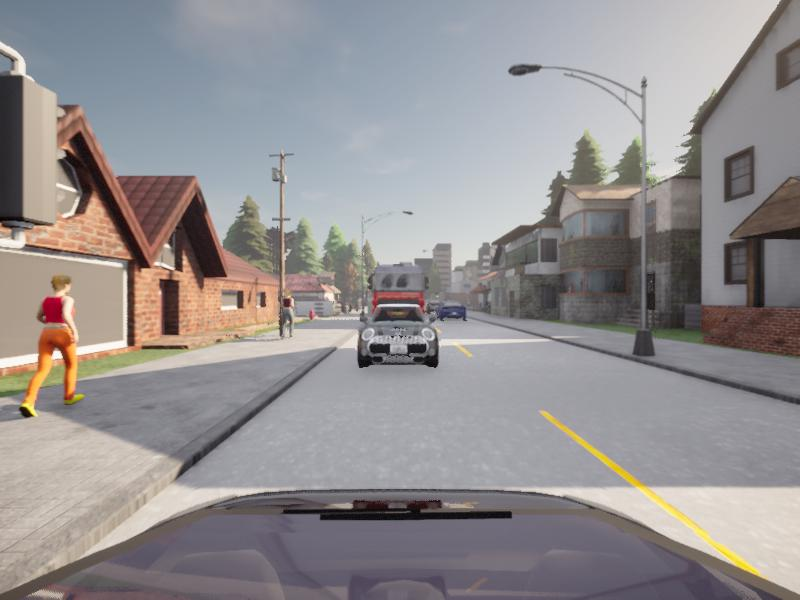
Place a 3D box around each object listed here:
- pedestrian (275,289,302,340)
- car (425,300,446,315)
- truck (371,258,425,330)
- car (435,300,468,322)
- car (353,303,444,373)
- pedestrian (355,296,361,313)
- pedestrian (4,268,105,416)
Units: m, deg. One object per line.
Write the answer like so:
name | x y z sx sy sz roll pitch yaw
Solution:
pedestrian | -4.207 0.525 15.076 0.751 1.860 0.751 0 0 8
car | 3.859 0.807 44.310 2.007 1.525 4.514 0 0 0
truck | -0.087 -0.334 25.553 2.891 3.827 8.468 0 0 0
car | 3.900 0.808 31.136 1.882 1.535 5.008 0 0 0
car | -0.045 0.848 10.556 1.970 1.475 3.806 0 0 0
pedestrian | -4.619 0.512 43.954 0.751 1.860 0.751 0 0 -6
pedestrian | -4.649 0.530 5.443 0.751 1.860 0.751 0 0 -6
